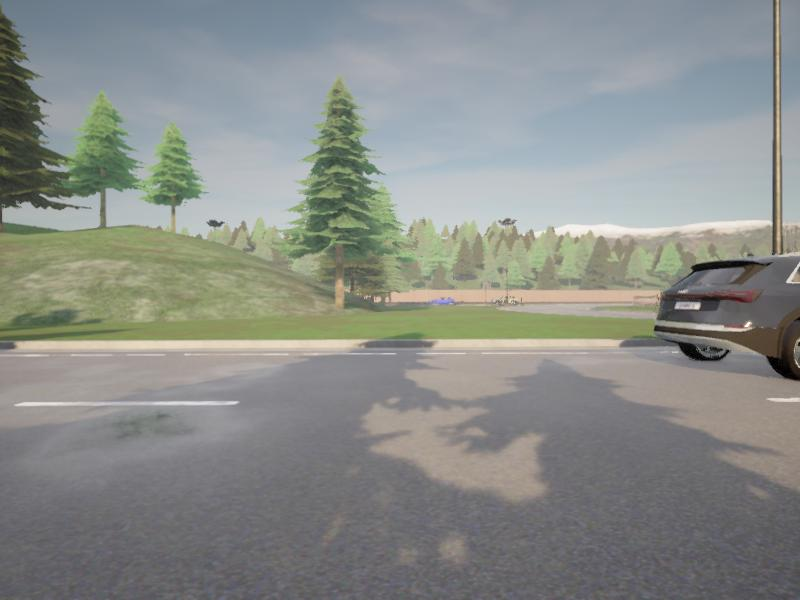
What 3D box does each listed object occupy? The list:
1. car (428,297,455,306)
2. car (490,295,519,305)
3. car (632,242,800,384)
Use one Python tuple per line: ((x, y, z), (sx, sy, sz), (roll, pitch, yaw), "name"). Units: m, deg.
((7.259, 0.246, 70.046), (4.514, 1.525, 2.007), (0, 0, -1), "car")
((18.348, 0.004, 70.205), (4.605, 1.855, 1.932), (0, 0, -1), "car")
((6.335, 0.161, 5.711), (4.856, 1.649, 2.033), (0, 0, -1), "car")
